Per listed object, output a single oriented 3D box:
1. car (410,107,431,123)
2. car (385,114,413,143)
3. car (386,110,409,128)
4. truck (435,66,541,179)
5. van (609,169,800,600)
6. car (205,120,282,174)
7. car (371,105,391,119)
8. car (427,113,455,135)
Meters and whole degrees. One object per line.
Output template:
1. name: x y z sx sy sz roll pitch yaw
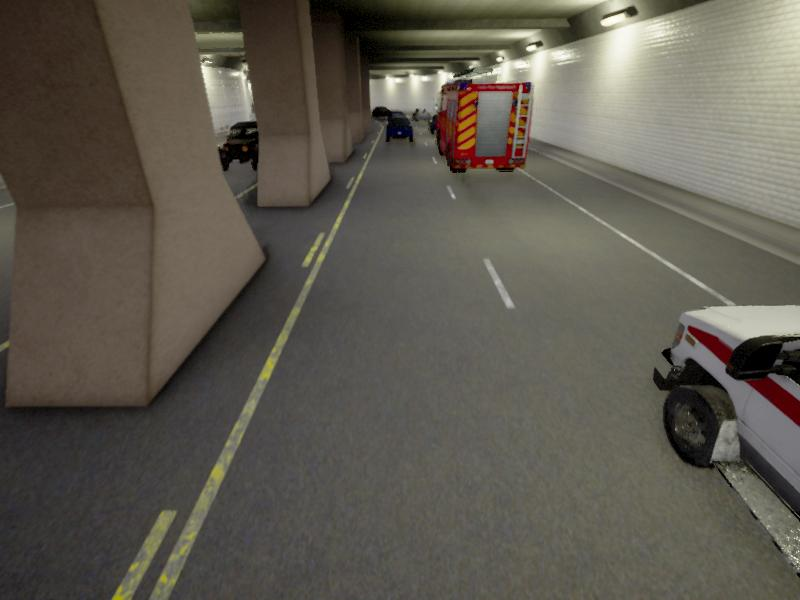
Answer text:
1. car: 2.406 -21.883 47.207 1.845 1.501 3.633 -4 28 -6
2. car: -0.034 -12.669 29.418 1.882 1.535 5.008 0 28 0
3. car: -0.344 -18.646 41.143 2.033 1.411 5.357 -2 27 -3
4. truck: 3.472 -8.391 18.587 2.891 3.827 8.468 0 27 0
5. van: 3.494 1.456 1.058 2.351 2.431 6.366 0 27 0
6. car: -7.026 -7.165 18.511 1.905 1.878 3.866 0 27 0
7. car: -2.674 -25.681 54.639 1.882 1.535 5.008 -6 28 -11
8. car: 3.432 -15.067 34.096 1.812 1.442 4.674 -1 27 0
